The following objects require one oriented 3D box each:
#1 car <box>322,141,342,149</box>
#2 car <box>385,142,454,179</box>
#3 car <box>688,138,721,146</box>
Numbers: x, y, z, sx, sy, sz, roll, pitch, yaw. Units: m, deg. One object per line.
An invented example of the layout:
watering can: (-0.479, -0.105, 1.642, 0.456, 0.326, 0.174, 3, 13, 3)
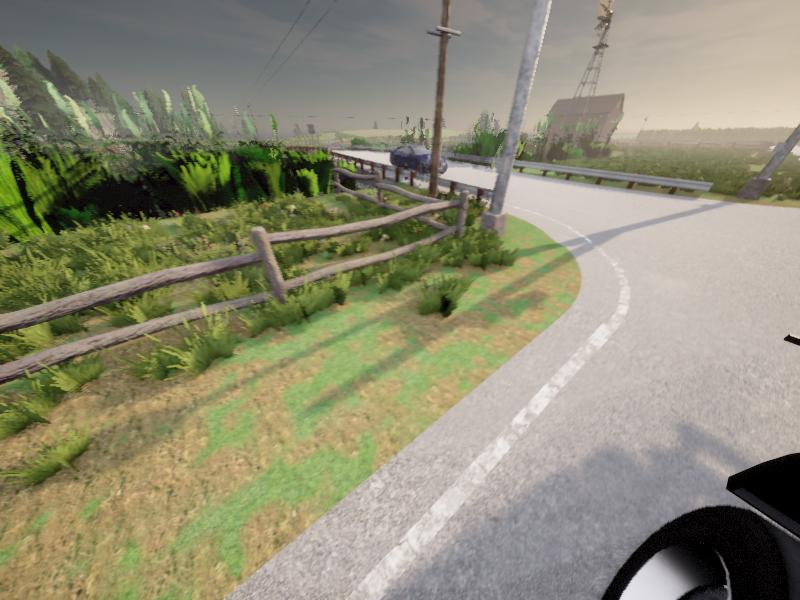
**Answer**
car: (-15.646, -35.601, 53.046, 3.806, 1.475, 1.970, -21, 40, -27)
car: (1.022, -9.078, 14.822, 1.812, 1.442, 4.674, -22, 43, -27)
car: (80.951, -42.064, 61.450, 2.038, 1.542, 4.974, -26, 43, -31)
